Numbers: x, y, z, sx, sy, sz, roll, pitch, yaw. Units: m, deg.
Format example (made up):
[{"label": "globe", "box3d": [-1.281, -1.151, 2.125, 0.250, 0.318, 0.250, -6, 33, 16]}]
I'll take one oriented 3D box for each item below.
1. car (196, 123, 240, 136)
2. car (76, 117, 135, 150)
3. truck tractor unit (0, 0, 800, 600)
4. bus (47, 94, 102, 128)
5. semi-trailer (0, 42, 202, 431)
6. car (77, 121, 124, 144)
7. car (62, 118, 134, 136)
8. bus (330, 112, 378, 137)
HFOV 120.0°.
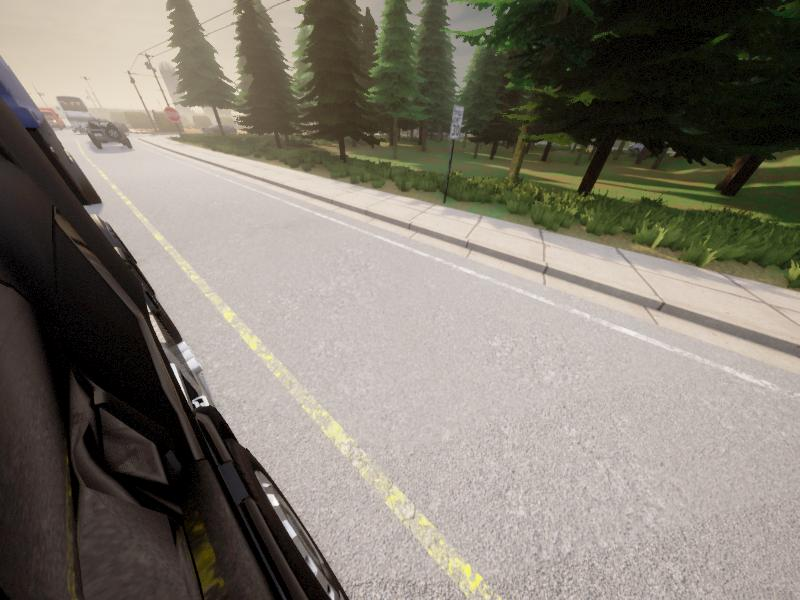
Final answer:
[{"label": "car", "box3d": [-29.457, -27.689, 37.548, 2.128, 1.511, 4.902, 27, 43, 29]}, {"label": "car", "box3d": [-22.797, -12.927, 17.887, 4.605, 1.855, 1.932, 29, 44, 31]}, {"label": "truck tractor unit", "box3d": [-2.645, -0.295, 0.351, 6.516, 4.208, 3.053, 28, 44, 30]}, {"label": "bus", "box3d": [-58.829, -34.072, 41.864, 10.273, 4.253, 3.944, 29, 44, 31]}, {"label": "semi-trailer", "box3d": [-8.703, -3.604, 4.219, 14.254, 4.402, 2.717, 28, 44, 30]}, {"label": "car", "box3d": [-27.667, -15.549, 21.376, 4.514, 1.525, 2.007, 31, 45, 33]}, {"label": "car", "box3d": [-36.925, -21.279, 28.489, 2.128, 1.511, 4.902, 14, 38, 15]}, {"label": "bus", "box3d": [-10.074, -39.364, 52.084, 3.944, 4.253, 10.273, 27, 43, 29]}]
